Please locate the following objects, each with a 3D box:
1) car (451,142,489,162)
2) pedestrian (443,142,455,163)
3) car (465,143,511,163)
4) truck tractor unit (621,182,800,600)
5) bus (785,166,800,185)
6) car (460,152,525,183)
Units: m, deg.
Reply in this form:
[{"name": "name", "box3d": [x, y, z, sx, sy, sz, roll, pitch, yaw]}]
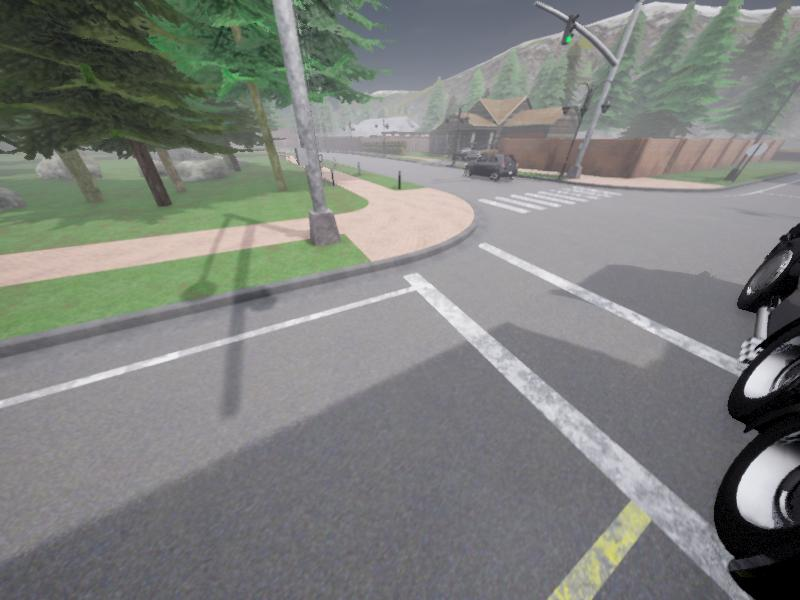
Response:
[{"name": "car", "box3d": [8.368, -17.848, 27.801, 3.866, 1.878, 1.905, -17, 39, -23]}, {"name": "pedestrian", "box3d": [5.380, -16.083, 25.193, 0.751, 1.860, 0.751, -20, 40, -26]}, {"name": "car", "box3d": [9.922, -16.694, 26.151, 4.605, 1.855, 1.932, -17, 39, -23]}, {"name": "truck tractor unit", "box3d": [4.963, -0.426, 0.965, 6.516, 4.208, 3.053, -24, 42, -30]}, {"name": "bus", "box3d": [30.833, -9.763, 14.527, 10.273, 4.253, 3.944, -16, 38, -22]}, {"name": "car", "box3d": [6.211, -9.239, 15.956, 1.845, 1.501, 3.633, -17, 38, -23]}]
